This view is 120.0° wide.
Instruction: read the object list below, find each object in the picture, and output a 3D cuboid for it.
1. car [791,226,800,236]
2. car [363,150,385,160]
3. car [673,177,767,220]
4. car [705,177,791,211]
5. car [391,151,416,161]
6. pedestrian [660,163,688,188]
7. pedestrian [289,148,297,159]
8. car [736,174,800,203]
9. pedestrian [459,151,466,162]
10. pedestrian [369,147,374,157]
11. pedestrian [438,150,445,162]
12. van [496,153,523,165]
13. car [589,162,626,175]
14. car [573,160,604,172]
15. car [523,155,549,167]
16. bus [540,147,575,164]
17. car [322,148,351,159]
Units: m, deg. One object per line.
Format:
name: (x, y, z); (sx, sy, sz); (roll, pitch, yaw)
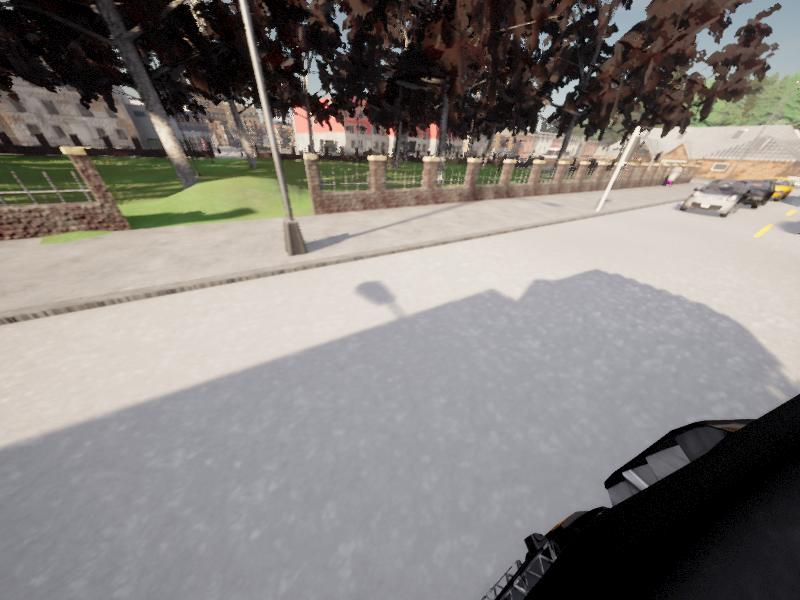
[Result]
car: (17.252, -3.146, 8.541); (3.988, 1.617, 1.851); (-14, 37, -23)
car: (-5.045, -27.963, 44.473); (3.705, 1.549, 1.789); (-16, 38, -26)
car: (16.156, -5.245, 11.704); (3.633, 1.501, 1.845); (-17, 38, -27)
car: (22.013, -6.791, 14.594); (5.357, 1.411, 2.033); (-16, 38, -26)
car: (0.777, -29.601, 47.431); (4.892, 1.490, 1.837); (-17, 38, -27)
pedestrian: (24.686, -11.226, 20.842); (0.751, 1.860, 0.751); (-16, 38, -26)
pedestrian: (-15.907, -21.793, 34.344); (0.751, 1.300, 0.751); (-16, 38, -26)
car: (28.443, -8.623, 17.667); (5.366, 1.575, 1.801); (-16, 38, -25)
pedestrian: (13.252, -30.550, 49.218); (0.751, 1.860, 0.751); (-21, 40, -31)
pedestrian: (-6.273, -33.145, 51.707); (0.751, 1.860, 0.751); (-26, 43, -36)
pedestrian: (8.331, -28.950, 46.437); (0.751, 1.860, 0.751); (-16, 38, -26)
van: (23.307, -30.133, 49.392); (2.069, 2.038, 4.480); (-16, 38, -26)
car: (32.544, -20.723, 36.304); (1.845, 1.501, 3.633); (-16, 38, -26)
car: (33.686, -23.994, 41.338); (1.845, 1.501, 3.633); (-16, 38, -26)
car: (28.462, -29.254, 48.575); (1.905, 1.878, 3.866); (-16, 37, -25)
bus: (52.060, -47.673, 76.409); (10.273, 4.253, 3.944); (-16, 38, -26)
car: (-11.265, -26.174, 41.337); (4.514, 1.525, 2.007); (-16, 38, -26)
